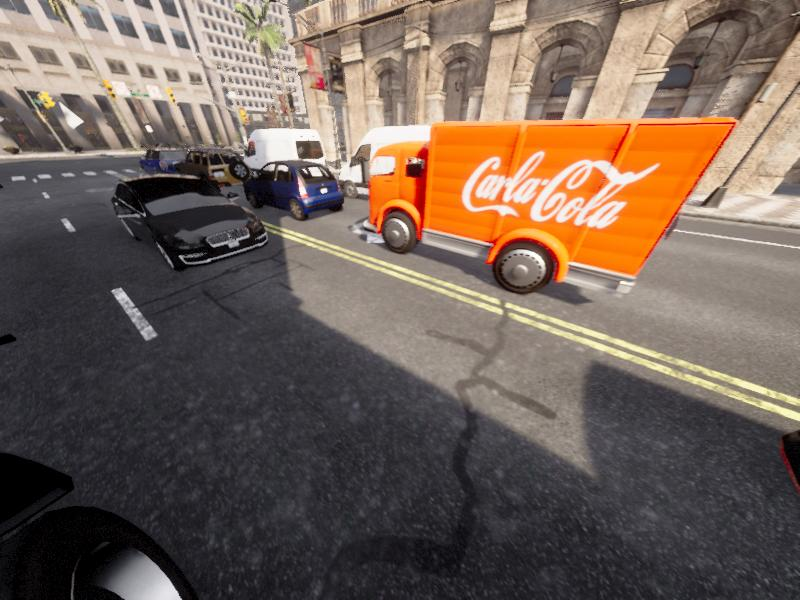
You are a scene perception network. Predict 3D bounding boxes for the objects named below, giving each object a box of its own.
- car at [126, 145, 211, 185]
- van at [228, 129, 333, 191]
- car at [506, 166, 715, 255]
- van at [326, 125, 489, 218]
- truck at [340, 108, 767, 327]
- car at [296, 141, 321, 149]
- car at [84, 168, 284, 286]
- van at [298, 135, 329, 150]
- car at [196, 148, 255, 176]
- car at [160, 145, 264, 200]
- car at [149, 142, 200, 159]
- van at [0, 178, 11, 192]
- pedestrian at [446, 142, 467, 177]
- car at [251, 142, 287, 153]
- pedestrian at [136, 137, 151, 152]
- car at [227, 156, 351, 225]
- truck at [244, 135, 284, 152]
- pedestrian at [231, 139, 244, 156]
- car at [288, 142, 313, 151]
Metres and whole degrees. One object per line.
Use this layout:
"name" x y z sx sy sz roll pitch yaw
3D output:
"car" -14.016 -8.310 14.029 4.553 1.767 2.097 23 41 28
"van" -6.831 -8.141 13.203 5.915 2.561 1.988 23 41 28
"car" 5.294 -2.720 6.485 3.633 1.501 1.845 22 41 28
"van" 0.006 -5.314 9.247 5.915 2.561 1.988 22 41 28
"truck" 1.727 -2.099 4.760 5.204 2.467 2.627 22 41 28
"car" -20.548 -34.871 51.938 2.163 1.488 4.792 22 41 28
"car" -5.268 -2.118 5.579 4.892 1.490 1.837 22 41 28
"van" -18.396 -33.890 49.605 1.988 2.561 5.915 23 41 28
"car" -12.689 -10.129 16.851 3.633 1.501 1.845 23 41 28
"car" -9.068 -6.318 11.171 4.605 1.855 1.932 22 41 28
"car" -28.111 -18.775 28.926 1.851 1.617 3.988 23 41 28
"van" -21.556 -6.487 11.210 4.442 1.987 1.775 21 40 26
"pedestrian" 3.614 -9.064 14.880 0.751 1.860 0.751 26 43 32
"car" -22.682 -26.542 40.099 2.163 1.488 4.792 23 41 28
"pedestrian" -40.545 -24.573 36.525 0.751 1.860 0.751 23 41 28
"car" -3.957 -4.095 8.294 3.988 1.617 1.851 22 41 28
"truck" -24.733 -28.765 42.379 2.627 2.467 5.204 23 41 28
"pedestrian" -22.978 -21.554 32.649 0.751 1.860 0.751 21 40 27
"car" -19.049 -29.450 44.259 1.970 1.475 3.806 23 41 28
